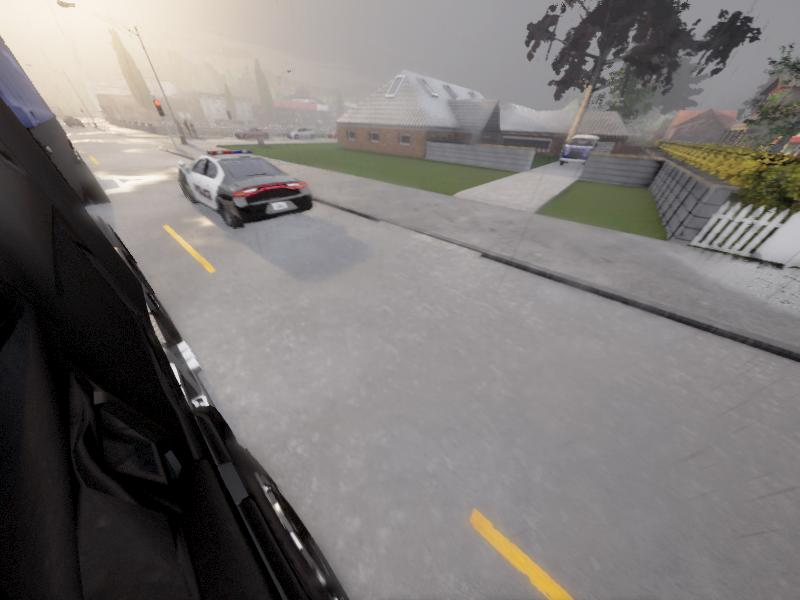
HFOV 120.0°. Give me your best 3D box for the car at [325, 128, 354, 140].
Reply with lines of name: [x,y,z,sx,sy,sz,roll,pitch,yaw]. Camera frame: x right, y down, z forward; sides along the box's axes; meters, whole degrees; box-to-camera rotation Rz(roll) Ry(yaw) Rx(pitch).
car: [-10.864,-30.009,41.773,2.007,1.525,4.514,28,44,30]

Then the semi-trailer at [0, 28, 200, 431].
semi-trailer: [-8.629,-3.650,4.299,14.254,4.402,2.717,29,44,31]

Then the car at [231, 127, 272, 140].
car: [-20.653,-23.222,32.233,1.994,1.385,4.181,27,43,29]

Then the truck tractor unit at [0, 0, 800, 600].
truck tractor unit: [-2.645,-0.295,0.351,6.516,4.208,3.053,28,44,30]

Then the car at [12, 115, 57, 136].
car: [-40.721,-19.493,25.789,4.856,1.649,2.033,28,43,29]

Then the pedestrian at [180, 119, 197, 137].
pedestrian: [-26.760,-21.778,29.273,0.751,1.860,0.751,25,42,27]

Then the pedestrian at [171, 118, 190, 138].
pedestrian: [-27.104,-21.275,28.580,0.751,1.860,0.751,6,37,5]

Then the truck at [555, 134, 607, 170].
truck: [14.200,-11.687,18.114,2.069,2.038,4.478,28,44,30]

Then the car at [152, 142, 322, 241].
car: [-4.752,-3.433,6.665,4.974,1.542,2.038,28,44,30]

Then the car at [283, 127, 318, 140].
car: [-15.803,-26.610,36.928,2.007,1.525,4.514,28,44,30]

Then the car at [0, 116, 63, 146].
car: [-29.881,-13.712,18.708,4.611,1.667,2.242,28,44,30]
